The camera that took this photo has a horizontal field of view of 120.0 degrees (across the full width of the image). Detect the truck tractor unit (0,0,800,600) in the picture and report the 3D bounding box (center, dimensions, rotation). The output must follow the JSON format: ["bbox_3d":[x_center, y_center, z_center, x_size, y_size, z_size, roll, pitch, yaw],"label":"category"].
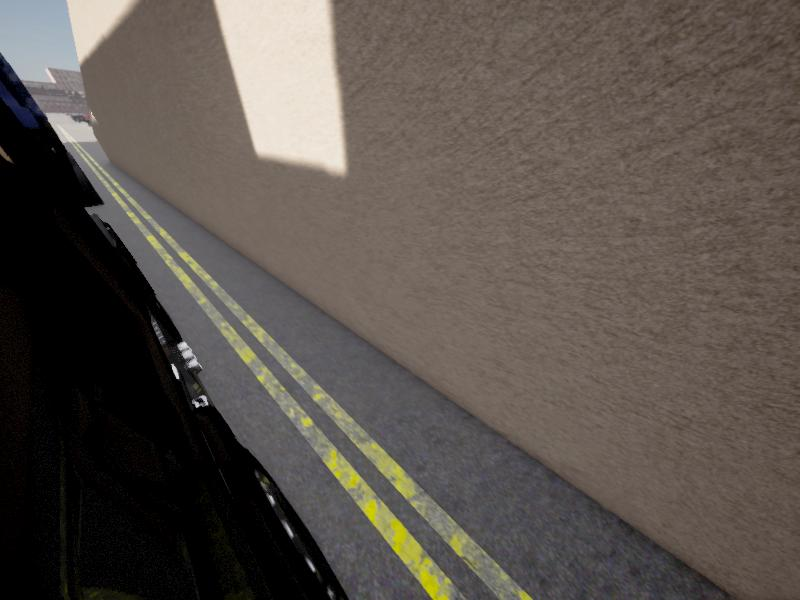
[{"bbox_3d":[-2.645,-0.295,0.352,6.516,4.208,3.053,28,44,30],"label":"truck tractor unit"}]

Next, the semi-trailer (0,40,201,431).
[{"bbox_3d":[-8.697,-3.593,4.248,14.254,4.402,2.717,28,43,30],"label":"semi-trailer"}]
